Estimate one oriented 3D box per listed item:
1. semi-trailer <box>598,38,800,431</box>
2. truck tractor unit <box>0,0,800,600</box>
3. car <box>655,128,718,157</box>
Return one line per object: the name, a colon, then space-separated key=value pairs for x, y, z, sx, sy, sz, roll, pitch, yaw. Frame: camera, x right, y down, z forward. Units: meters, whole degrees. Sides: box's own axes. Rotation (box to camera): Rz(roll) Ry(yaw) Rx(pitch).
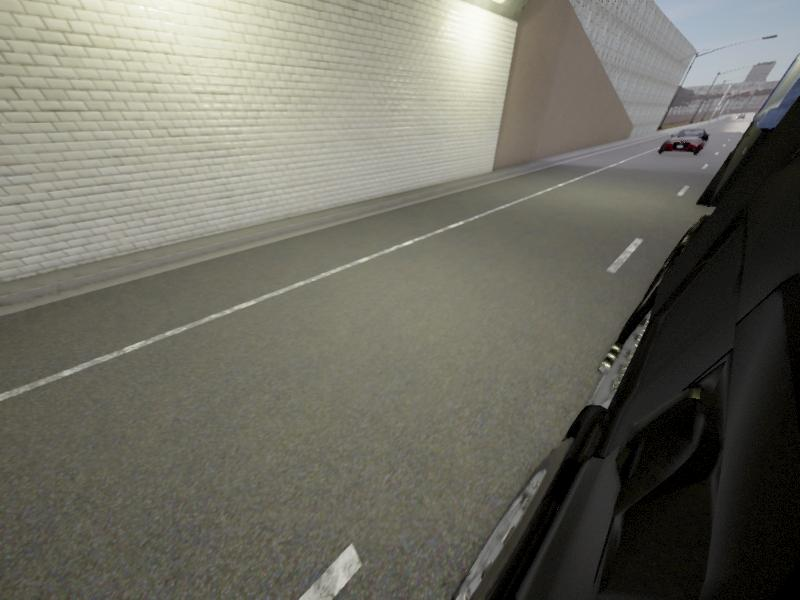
semi-trailer: x=8.697 y=-3.599 z=4.240 sx=14.254 sy=4.402 sz=2.717 roll=-28 pitch=43 yaw=-30
truck tractor unit: x=2.645 y=-0.295 z=0.351 sx=6.516 sy=4.208 sz=3.053 roll=-28 pitch=44 yaw=-30
car: x=20.015 y=-11.083 z=16.142 sx=4.181 sy=1.385 sz=1.994 roll=-28 pitch=43 yaw=-30
